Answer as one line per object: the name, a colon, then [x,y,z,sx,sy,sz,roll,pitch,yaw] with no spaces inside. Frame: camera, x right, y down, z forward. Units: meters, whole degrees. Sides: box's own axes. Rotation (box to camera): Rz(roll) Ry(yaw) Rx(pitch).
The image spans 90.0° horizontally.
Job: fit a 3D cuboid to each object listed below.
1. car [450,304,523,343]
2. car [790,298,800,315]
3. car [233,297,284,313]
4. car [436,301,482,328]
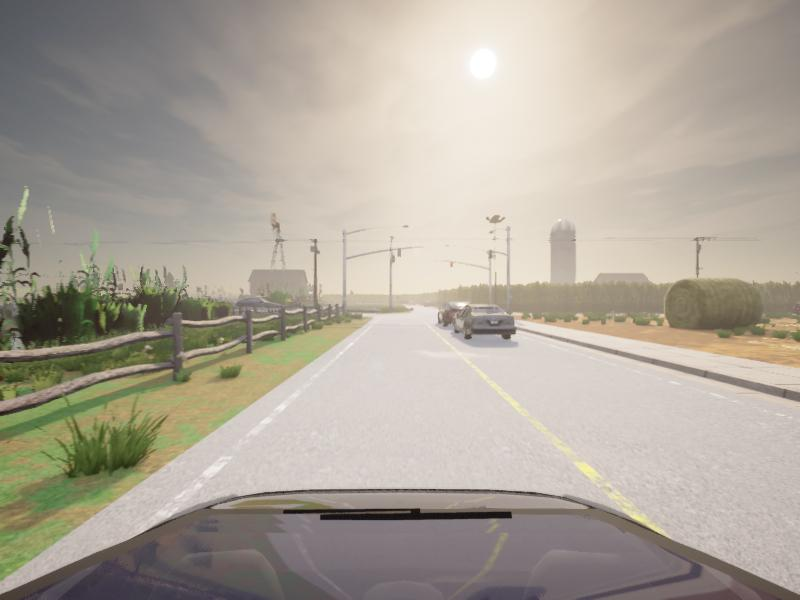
car: [3.501,0.887,17.341,2.033,1.411,5.357,0,0,0]
car: [45.318,0.711,43.135,4.553,1.767,2.097,0,0,-3]
car: [-14.797,0.495,41.901,4.674,1.442,1.812,3,0,3]
car: [3.501,0.841,24.713,2.163,1.488,4.792,0,0,0]
